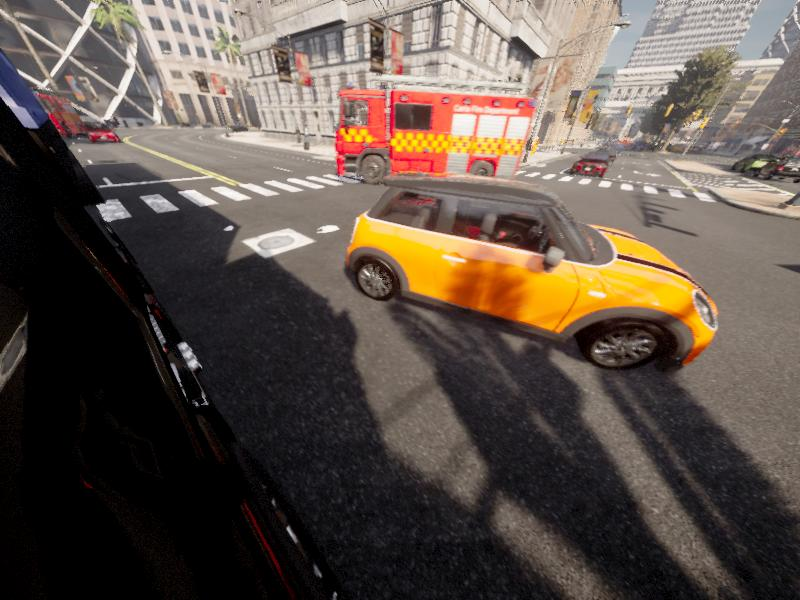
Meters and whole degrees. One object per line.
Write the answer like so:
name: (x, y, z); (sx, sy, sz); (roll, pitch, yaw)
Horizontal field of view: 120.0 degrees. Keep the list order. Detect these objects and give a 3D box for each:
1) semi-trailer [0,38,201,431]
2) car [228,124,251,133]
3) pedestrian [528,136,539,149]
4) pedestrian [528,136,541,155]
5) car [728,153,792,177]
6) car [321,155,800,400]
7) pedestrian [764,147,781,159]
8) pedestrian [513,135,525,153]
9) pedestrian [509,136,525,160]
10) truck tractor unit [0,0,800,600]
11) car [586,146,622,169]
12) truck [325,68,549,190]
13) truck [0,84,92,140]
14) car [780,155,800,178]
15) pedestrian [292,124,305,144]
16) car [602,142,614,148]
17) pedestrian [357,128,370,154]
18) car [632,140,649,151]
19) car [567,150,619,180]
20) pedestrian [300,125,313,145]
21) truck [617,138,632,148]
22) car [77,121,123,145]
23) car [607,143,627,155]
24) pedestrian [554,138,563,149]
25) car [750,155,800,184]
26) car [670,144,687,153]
semi-trailer: (-8.673, -3.619, 4.257); (14.254, 4.402, 2.717); (28, 44, 30)
car: (-35.656, -38.223, 51.478); (1.994, 1.385, 4.181); (6, 37, 5)
pedestrian: (22.211, -26.216, 38.446); (0.751, 1.860, 0.751); (-23, 44, -30)
pedestrian: (16.669, -19.126, 28.571); (0.751, 1.860, 0.751); (23, 41, 24)
car: (34.231, -13.073, 22.173); (2.007, 1.525, 4.514); (28, 43, 29)
car: (1.533, -0.824, 3.373); (4.553, 1.767, 2.097); (16, 39, 17)
pedestrian: (70.571, -27.817, 43.760); (0.751, 1.860, 0.751); (31, 45, 32)
pedestrian: (15.585, -20.497, 30.339); (0.751, 1.860, 0.751); (26, 42, 28)
pedestrian: (11.081, -14.432, 21.906); (0.751, 1.860, 0.751); (24, 42, 26)
truck tractor unit: (-2.645, -0.295, 0.351); (6.516, 4.208, 3.053); (28, 44, 30)
car: (19.407, -13.560, 21.883); (1.837, 1.490, 4.892); (28, 43, 29)
truck: (1.358, -7.729, 10.926); (8.468, 3.827, 2.891); (0, 37, -4)
truck: (-35.545, -18.641, 23.152); (2.891, 3.827, 8.468); (-22, 43, -30)
car: (37.365, -11.982, 20.847); (1.851, 1.617, 3.988); (28, 43, 29)
pedestrian: (-11.954, -19.489, 27.184); (0.751, 1.860, 0.751); (-26, 45, -33)
car: (60.392, -45.046, 66.972); (1.895, 1.301, 4.718); (28, 43, 29)
pedestrian: (-3.248, -14.044, 20.448); (0.751, 1.860, 0.751); (20, 40, 22)
car: (58.603, -37.743, 56.431); (2.150, 2.045, 5.566); (28, 44, 29)
car: (13.676, -9.608, 16.312); (1.994, 1.385, 4.181); (29, 44, 31)
pedestrian: (-11.013, -19.486, 27.243); (0.751, 1.860, 0.751); (32, 45, 33)
truck: (72.617, -50.936, 74.698); (2.627, 2.467, 5.204); (28, 43, 29)
car: (-27.490, -15.343, 21.179); (4.514, 1.525, 2.007); (31, 45, 32)
car: (37.316, -26.032, 39.755); (1.882, 1.535, 5.008); (28, 43, 29)
pedestrian: (31.882, -31.578, 46.531); (0.751, 1.860, 0.751); (26, 43, 28)
car: (30.311, -10.351, 18.242); (1.789, 1.549, 3.705); (28, 43, 29)
car: (71.843, -39.230, 59.718); (1.801, 1.575, 5.366); (28, 43, 29)
